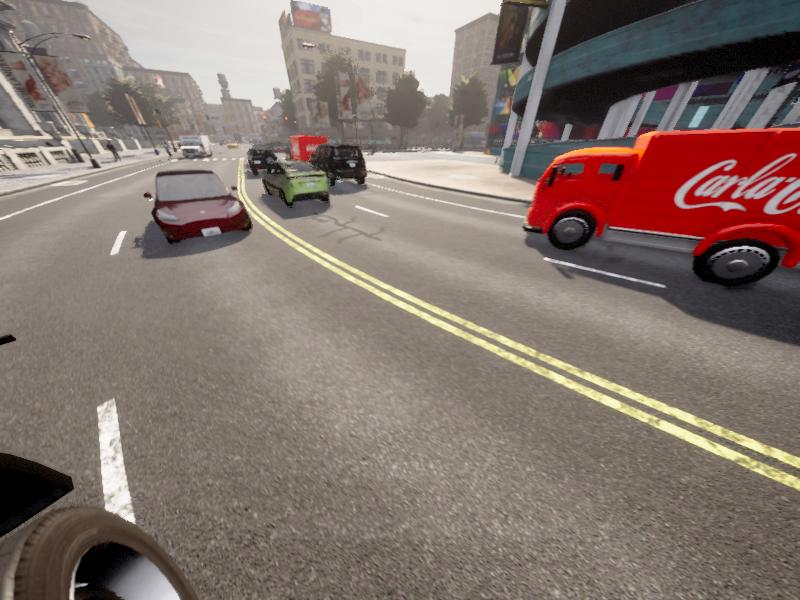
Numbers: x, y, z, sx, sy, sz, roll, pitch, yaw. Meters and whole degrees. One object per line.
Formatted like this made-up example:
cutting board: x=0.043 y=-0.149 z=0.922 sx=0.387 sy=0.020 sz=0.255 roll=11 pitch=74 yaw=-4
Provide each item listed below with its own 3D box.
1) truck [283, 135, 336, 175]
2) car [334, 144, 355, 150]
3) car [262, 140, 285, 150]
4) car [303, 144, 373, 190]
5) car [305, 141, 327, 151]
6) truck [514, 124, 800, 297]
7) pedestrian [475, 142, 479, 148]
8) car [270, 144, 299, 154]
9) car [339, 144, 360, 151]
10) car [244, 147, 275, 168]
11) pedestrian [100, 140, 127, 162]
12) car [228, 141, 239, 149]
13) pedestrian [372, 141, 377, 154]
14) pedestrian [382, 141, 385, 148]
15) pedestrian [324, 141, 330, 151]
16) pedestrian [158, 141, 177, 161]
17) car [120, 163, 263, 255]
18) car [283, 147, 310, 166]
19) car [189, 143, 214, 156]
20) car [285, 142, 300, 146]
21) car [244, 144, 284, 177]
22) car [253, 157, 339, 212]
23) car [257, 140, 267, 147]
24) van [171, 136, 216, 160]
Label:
truck: x=-7.655 y=-12.229 z=19.354 sx=2.627 sy=2.467 sz=5.204 roll=-18 pitch=39 yaw=-24
car: x=-14.127 y=-38.775 z=58.591 sx=4.718 sy=1.301 sz=1.895 roll=-17 pitch=39 yaw=-24
car: x=-30.532 y=-37.372 z=55.777 sx=4.605 sy=1.855 sz=1.932 roll=15 pitch=39 yaw=18
car: x=-4.001 y=-8.474 z=14.362 sx=2.150 sy=2.045 sz=5.566 roll=-20 pitch=39 yaw=-27
car: x=-20.273 y=-37.291 z=55.904 sx=4.553 sy=1.767 sz=2.097 roll=-15 pitch=38 yaw=-21
truck: x=5.960 y=-2.321 z=5.238 sx=5.204 sy=2.467 sz=2.627 roll=20 pitch=39 yaw=29
pedestrian: x=28.353 y=-57.459 z=85.490 sx=0.751 sy=1.860 sz=0.751 roll=-17 pitch=38 yaw=-24
car: x=-21.474 y=-28.048 z=42.915 sx=4.181 sy=1.385 sz=1.994 roll=0 pitch=35 yaw=-1
car: x=-12.267 y=-37.119 z=56.103 sx=4.674 sy=1.442 sz=1.812 roll=-17 pitch=39 yaw=-24
car: x=-14.114 y=-14.339 z=23.117 sx=2.007 sy=1.525 sz=4.514 roll=-17 pitch=39 yaw=-24
pedestrian: x=-28.253 y=-14.697 z=22.786 sx=0.751 sy=1.860 sz=0.751 roll=-15 pitch=38 yaw=-22
car: x=-42.880 y=-39.888 z=59.488 sx=1.882 sy=1.535 sz=5.008 roll=-17 pitch=39 yaw=-24
pedestrian: x=-4.628 y=-27.954 z=42.330 sx=0.751 sy=1.860 sz=0.751 roll=-10 pitch=36 yaw=-15
pedestrian: x=-5.107 y=-48.062 z=71.346 sx=0.751 sy=1.860 sz=0.751 roll=-14 pitch=37 yaw=-20
pedestrian: x=-17.022 y=-36.000 z=53.998 sx=0.751 sy=1.860 sz=0.751 roll=30 pitch=44 yaw=35
pedestrian: x=-26.805 y=-17.200 z=26.691 sx=0.751 sy=1.860 sz=0.751 roll=-18 pitch=39 yaw=-25
car: x=-6.232 y=-3.136 z=7.122 sx=2.163 sy=1.488 sz=4.792 roll=-24 pitch=42 yaw=-31
car: x=-10.967 y=-15.216 z=24.413 sx=1.789 sy=1.549 sz=3.705 roll=-17 pitch=39 yaw=-24
car: x=-31.373 y=-23.923 z=36.665 sx=2.128 sy=1.511 sz=4.902 roll=-17 pitch=39 yaw=-24
car: x=-39.778 y=-57.869 z=85.708 sx=4.718 sy=1.301 sz=1.895 roll=-16 pitch=38 yaw=-23
car: x=-10.541 y=-10.856 z=17.842 sx=1.932 sy=1.855 sz=4.605 roll=-18 pitch=39 yaw=-24
car: x=-4.716 y=-5.323 z=10.266 sx=2.007 sy=1.525 sz=4.514 roll=-23 pitch=41 yaw=-30
car: x=-43.009 y=-48.803 z=72.055 sx=1.932 sy=1.855 sz=4.605 roll=-12 pitch=37 yaw=-17
van: x=-27.326 y=-20.506 z=30.999 sx=2.351 sy=2.431 sz=6.366 roll=-12 pitch=37 yaw=-18
